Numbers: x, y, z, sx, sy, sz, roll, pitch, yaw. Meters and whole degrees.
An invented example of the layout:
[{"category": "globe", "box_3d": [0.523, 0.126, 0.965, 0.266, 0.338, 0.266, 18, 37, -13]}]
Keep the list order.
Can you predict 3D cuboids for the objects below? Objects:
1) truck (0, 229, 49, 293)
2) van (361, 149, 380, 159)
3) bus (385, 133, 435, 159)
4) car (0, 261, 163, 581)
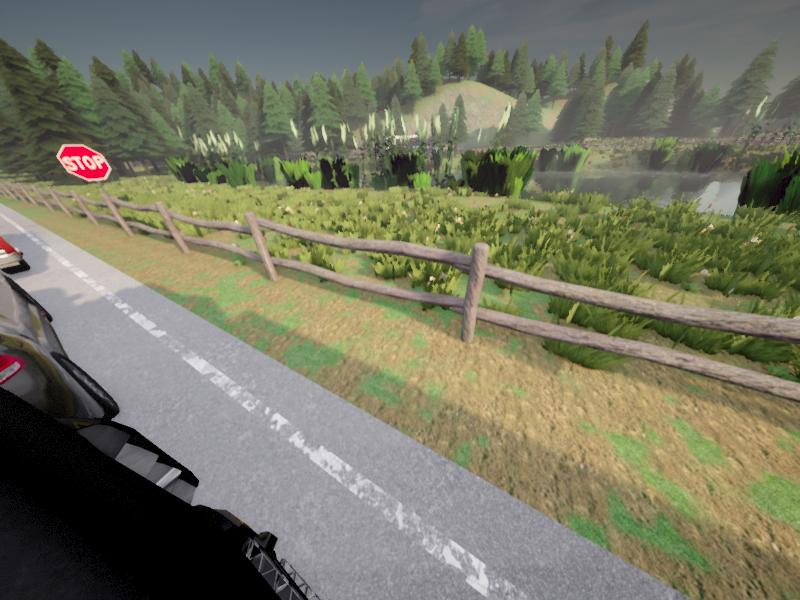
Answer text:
[{"category": "truck", "box_3d": [-10.967, -1.488, 4.788, 5.204, 2.467, 2.627, 16, 38, 26]}, {"category": "van", "box_3d": [-7.564, -37.506, 59.235, 4.442, 1.987, 1.775, 10, 36, 18]}, {"category": "bus", "box_3d": [2.276, -34.897, 52.509, 10.273, 4.253, 3.944, 10, 36, 19]}, {"category": "car", "box_3d": [-4.869, 0.598, 1.948, 5.027, 1.651, 2.152, 16, 38, 26]}]
